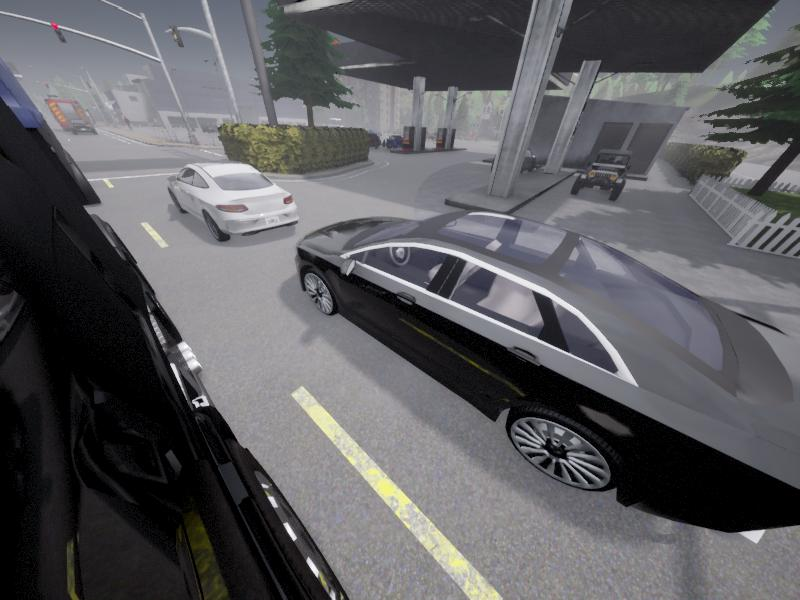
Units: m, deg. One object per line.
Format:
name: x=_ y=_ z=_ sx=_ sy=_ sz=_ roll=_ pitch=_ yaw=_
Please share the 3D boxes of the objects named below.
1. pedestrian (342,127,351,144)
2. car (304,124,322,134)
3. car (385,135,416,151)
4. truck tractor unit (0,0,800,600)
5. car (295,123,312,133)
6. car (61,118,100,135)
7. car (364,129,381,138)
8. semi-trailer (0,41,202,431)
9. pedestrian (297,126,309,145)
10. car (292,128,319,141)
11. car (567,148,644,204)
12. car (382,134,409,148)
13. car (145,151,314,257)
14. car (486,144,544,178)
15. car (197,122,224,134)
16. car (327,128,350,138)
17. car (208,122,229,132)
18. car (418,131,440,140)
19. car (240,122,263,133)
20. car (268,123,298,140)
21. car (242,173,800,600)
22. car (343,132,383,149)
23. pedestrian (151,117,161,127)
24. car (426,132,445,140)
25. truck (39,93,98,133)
pedestrian: x=-7.463 y=-22.884 z=32.213 sx=0.751 sy=1.860 sz=0.751 roll=27 pitch=43 yaw=29
car: x=-22.867 y=-44.917 z=60.602 sx=4.605 sy=1.855 sz=1.932 roll=28 pitch=43 yaw=29
car: x=0.111 y=-20.635 z=30.304 sx=1.816 sy=1.474 sz=4.193 roll=28 pitch=44 yaw=30
truck tractor unit: x=-2.645 y=-0.295 z=0.351 sx=6.516 sy=4.208 sz=3.053 roll=28 pitch=44 yaw=30
car: x=-24.402 y=-43.481 z=58.553 sx=3.866 sy=1.878 sz=1.905 roll=28 pitch=43 yaw=29
car: x=-39.105 y=-21.241 z=28.272 sx=4.974 sy=1.542 sz=2.038 roll=28 pitch=44 yaw=30
car: x=-6.300 y=-38.811 z=53.861 sx=3.633 sy=1.501 sz=1.845 roll=28 pitch=43 yaw=29
semi-trailer: x=-8.713 y=-3.597 z=4.210 sx=14.254 sy=4.402 sz=2.717 roll=28 pitch=44 yaw=30
pedestrian: x=-11.730 y=-19.897 z=27.955 sx=0.751 sy=1.860 sz=0.751 roll=28 pitch=43 yaw=29
car: x=-14.646 y=-25.735 z=35.936 sx=3.806 sy=1.475 sz=1.970 roll=28 pitch=43 yaw=29
car: x=10.170 y=-6.303 z=11.463 sx=1.905 sy=1.878 sz=3.866 roll=28 pitch=43 yaw=29
car: x=-0.618 y=-23.399 z=33.949 sx=1.970 sy=1.475 sz=3.806 roll=28 pitch=44 yaw=30
car: x=-4.554 y=-2.836 z=6.096 sx=4.674 sy=1.442 sz=1.812 roll=28 pitch=43 yaw=29
car: x=8.573 y=-10.384 z=17.093 sx=2.242 sy=1.667 sz=4.611 roll=28 pitch=43 yaw=29
car: x=-33.321 y=-30.200 z=40.617 sx=4.514 sy=1.523 sz=2.007 roll=28 pitch=43 yaw=29
car: x=-12.703 y=-34.427 z=47.565 sx=4.514 sy=1.523 sz=2.007 roll=28 pitch=43 yaw=29
car: x=-36.408 y=-34.731 z=46.366 sx=3.806 sy=1.475 sz=1.970 roll=28 pitch=43 yaw=29
car: x=7.157 y=-40.927 z=57.555 sx=5.027 sy=1.636 sz=2.152 roll=28 pitch=43 yaw=29
car: x=-32.562 y=-37.763 z=50.527 sx=5.027 sy=1.636 sz=2.152 roll=28 pitch=43 yaw=29
car: x=-17.226 y=-24.740 z=33.970 sx=3.866 sy=1.878 sz=1.905 roll=28 pitch=43 yaw=29
car: x=0.630 y=-0.191 z=2.677 sx=4.902 sy=1.511 sz=2.128 roll=28 pitch=44 yaw=30
car: x=-4.674 y=-20.678 z=29.932 sx=2.033 sy=1.649 sz=4.856 roll=28 pitch=44 yaw=30
pedestrian: x=-57.369 y=-41.801 z=54.311 sx=0.751 sy=1.860 sz=0.751 roll=29 pitch=44 yaw=30
car: x=9.116 y=-42.328 z=59.566 sx=4.514 sy=1.523 sz=2.007 roll=28 pitch=43 yaw=29
truck: x=-45.904 y=-25.788 z=32.004 sx=8.468 sy=3.827 sz=2.891 roll=28 pitch=44 yaw=30
